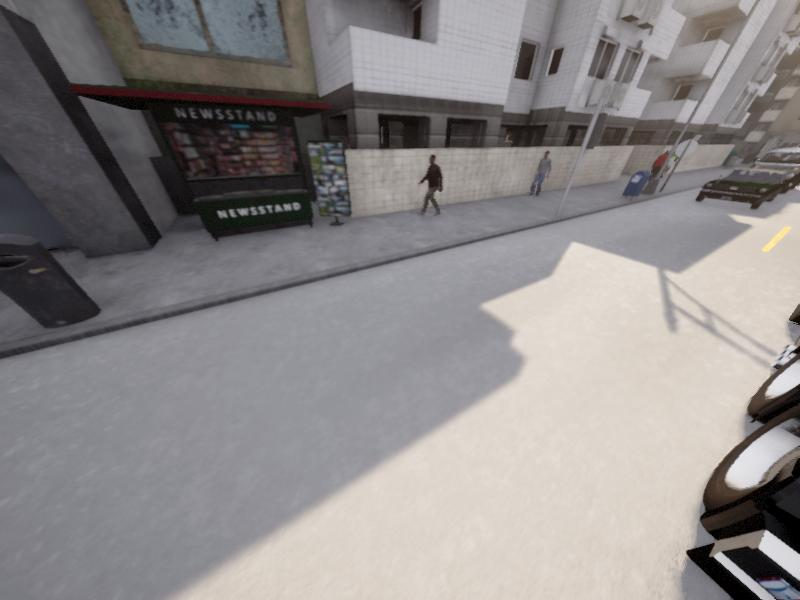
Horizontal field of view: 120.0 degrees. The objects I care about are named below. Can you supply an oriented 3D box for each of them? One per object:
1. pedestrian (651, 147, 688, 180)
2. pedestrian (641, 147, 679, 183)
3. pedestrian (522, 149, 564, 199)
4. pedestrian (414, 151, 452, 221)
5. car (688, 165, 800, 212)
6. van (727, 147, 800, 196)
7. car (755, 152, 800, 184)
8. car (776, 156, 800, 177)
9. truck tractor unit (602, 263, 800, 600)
[{"bbox_3d":[17.926,-9.092,15.394,0.751,1.860,0.751,-22,40,-28],"label":"pedestrian"},{"bbox_3d":[16.032,-8.331,14.283,0.751,1.860,0.751,-25,42,-32],"label":"pedestrian"},{"bbox_3d":[6.234,-5.538,10.175,0.751,1.860,0.751,-17,39,-24],"label":"pedestrian"},{"bbox_3d":[0.992,-3.574,7.303,0.751,1.860,0.751,-16,38,-22],"label":"pedestrian"},{"bbox_3d":[15.579,-5.135,10.403,4.718,1.301,1.895,-18,39,-24],"label":"car"},{"bbox_3d":[21.367,-7.322,12.949,4.480,2.038,2.069,-18,39,-24],"label":"van"},{"bbox_3d":[27.890,-9.283,16.154,4.611,1.667,2.242,-18,39,-24],"label":"car"},{"bbox_3d":[33.615,-11.013,19.023,4.718,1.301,1.895,-18,39,-25],"label":"car"},{"bbox_3d":[5.111,-0.300,0.784,6.516,4.208,3.053,-18,39,-24],"label":"truck tractor unit"}]
